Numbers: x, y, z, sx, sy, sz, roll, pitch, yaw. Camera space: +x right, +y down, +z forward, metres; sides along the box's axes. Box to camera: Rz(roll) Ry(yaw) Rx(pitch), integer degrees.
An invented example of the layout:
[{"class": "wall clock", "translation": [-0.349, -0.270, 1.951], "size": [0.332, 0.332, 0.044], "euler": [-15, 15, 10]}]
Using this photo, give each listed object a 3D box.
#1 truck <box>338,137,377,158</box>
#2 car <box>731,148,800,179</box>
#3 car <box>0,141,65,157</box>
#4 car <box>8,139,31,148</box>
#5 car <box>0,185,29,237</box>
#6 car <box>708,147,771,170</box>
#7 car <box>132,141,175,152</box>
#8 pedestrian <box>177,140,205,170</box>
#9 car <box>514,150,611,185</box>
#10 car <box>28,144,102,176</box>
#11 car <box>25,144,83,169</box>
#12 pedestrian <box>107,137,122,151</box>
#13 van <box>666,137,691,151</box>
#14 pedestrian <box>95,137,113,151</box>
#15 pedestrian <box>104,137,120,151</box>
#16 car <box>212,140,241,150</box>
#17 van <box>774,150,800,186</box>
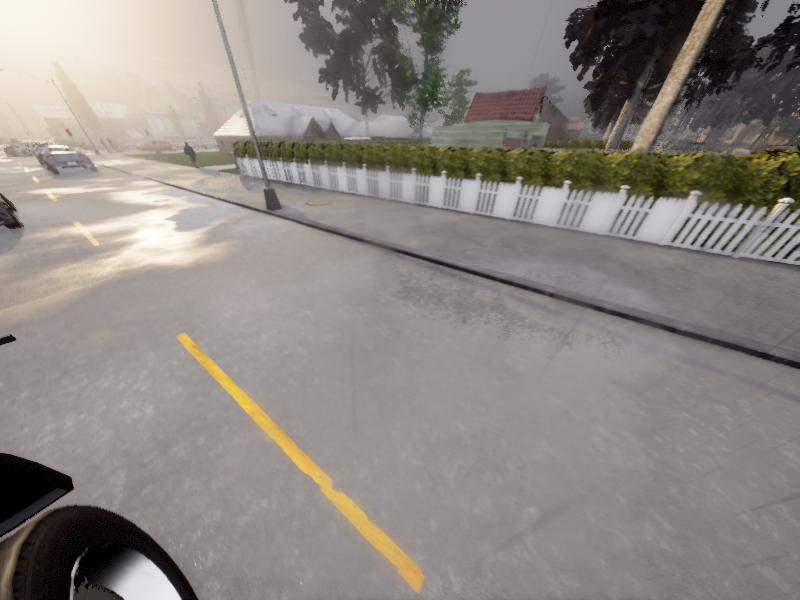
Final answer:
[{"class": "truck", "translation": [-5.109, -18.909, 28.561], "size": [2.069, 2.038, 4.478], "euler": [22, 41, 28]}, {"class": "car", "translation": [28.938, -10.678, 17.900], "size": [2.152, 1.651, 5.027], "euler": [22, 41, 28]}, {"class": "car", "translation": [-47.558, -19.503, 29.794], "size": [2.007, 1.525, 4.514], "euler": [-1, 35, -1]}, {"class": "car", "translation": [-79.028, -32.477, 47.941], "size": [4.193, 1.474, 1.816], "euler": [22, 41, 28]}, {"class": "car", "translation": [-13.060, -2.860, 6.392], "size": [4.611, 1.667, 2.242], "euler": [22, 41, 28]}, {"class": "car", "translation": [33.046, -14.037, 22.736], "size": [1.801, 1.575, 5.366], "euler": [22, 41, 28]}, {"class": "car", "translation": [-42.438, -26.575, 39.865], "size": [2.007, 1.525, 4.514], "euler": [22, 41, 28]}, {"class": "pedestrian", "translation": [-15.494, -10.756, 17.175], "size": [0.751, 1.860, 0.751], "euler": [23, 41, 29]}, {"class": "car", "translation": [9.230, -7.787, 13.385], "size": [4.181, 1.381, 1.994], "euler": [22, 41, 28]}, {"class": "car", "translation": [-24.603, -10.358, 16.957], "size": [5.027, 1.651, 2.152], "euler": [22, 41, 28]}, {"class": "car", "translation": [-30.423, -12.693, 20.293], "size": [4.974, 1.542, 2.038], "euler": [22, 41, 28]}, {"class": "pedestrian", "translation": [-46.636, -25.492, 37.764], "size": [0.751, 1.860, 0.751], "euler": [27, 43, 32]}, {"class": "van", "translation": [64.592, -36.314, 53.734], "size": [1.988, 2.561, 5.915], "euler": [22, 41, 28]}, {"class": "pedestrian", "translation": [-47.494, -25.052, 37.119], "size": [0.751, 1.860, 0.751], "euler": [2, 35, 2]}, {"class": "pedestrian", "translation": [-47.224, -25.560, 37.840], "size": [0.751, 1.860, 0.751], "euler": [20, 40, 25]}, {"class": "car", "translation": [-35.798, -31.999, 47.660], "size": [1.816, 1.474, 4.193], "euler": [22, 41, 28]}, {"class": "van", "translation": [24.548, -7.449, 12.497], "size": [1.988, 2.561, 5.915], "euler": [22, 41, 28]}]
